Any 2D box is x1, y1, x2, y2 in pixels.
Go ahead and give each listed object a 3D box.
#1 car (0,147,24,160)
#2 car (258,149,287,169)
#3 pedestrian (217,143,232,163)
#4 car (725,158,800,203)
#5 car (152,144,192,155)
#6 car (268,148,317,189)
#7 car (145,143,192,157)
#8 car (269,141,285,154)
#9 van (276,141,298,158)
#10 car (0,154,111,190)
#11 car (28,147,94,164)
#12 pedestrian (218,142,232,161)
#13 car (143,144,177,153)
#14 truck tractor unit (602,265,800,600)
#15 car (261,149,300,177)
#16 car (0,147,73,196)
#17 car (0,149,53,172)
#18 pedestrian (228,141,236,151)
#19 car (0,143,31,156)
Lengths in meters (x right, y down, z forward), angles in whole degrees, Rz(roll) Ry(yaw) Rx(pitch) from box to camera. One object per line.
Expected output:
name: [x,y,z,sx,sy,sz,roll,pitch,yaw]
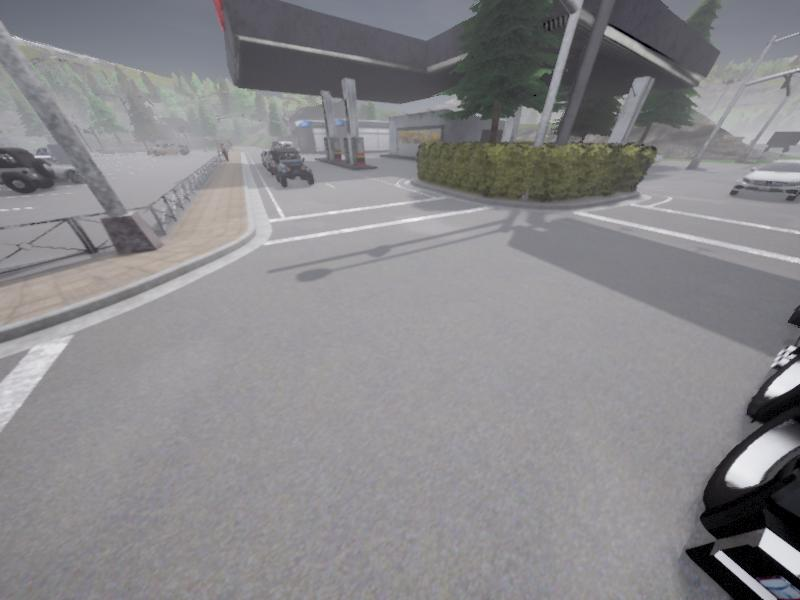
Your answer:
car: [-54.287,-19.436,30.692,3.806,1.475,1.970,-19,39,-24]
car: [-13.191,-14.654,23.862,1.970,1.475,3.806,-18,39,-24]
pedestrian: [-19.749,-16.599,26.028,0.751,1.860,0.751,-18,39,-24]
car: [17.885,-5.742,10.863,4.674,1.442,1.812,-18,38,-24]
car: [-39.654,-26.352,40.359,4.514,1.523,2.007,-19,39,-24]
car: [-6.877,-8.452,14.647,1.905,1.878,3.866,-18,39,-24]
car: [-38.042,-24.816,38.149,5.027,1.636,2.152,-19,39,-24]
car: [-24.353,-30.161,45.619,1.905,1.878,3.866,-18,39,-24]
van: [-17.742,-23.552,36.048,2.069,2.038,4.480,-18,39,-24]
car: [-20.889,-7.780,13.877,3.806,1.475,1.970,-19,39,-24]
car: [-38.775,-16.714,26.615,3.633,1.501,1.845,-19,39,-24]
pedestrian: [-21.432,-18.246,28.379,0.751,1.860,0.751,-19,39,-24]
car: [-52.776,-33.548,50.964,4.792,1.488,2.163,-19,39,-24]
truck tractor unit: [5.121,-0.287,0.789,6.516,4.208,3.053,-18,39,-24]
car: [-10.065,-11.562,19.317,2.033,1.649,4.856,-18,39,-24]
car: [-19.759,-6.183,11.106,3.866,1.878,1.905,-19,39,-24]
car: [-33.821,-11.753,19.494,4.514,1.523,2.007,-19,39,-24]
pedestrian: [-35.971,-32.971,49.403,0.751,1.860,0.751,-20,39,-25]
car: [-71.714,-27.233,41.754,4.605,1.855,1.932,-19,39,-24]
